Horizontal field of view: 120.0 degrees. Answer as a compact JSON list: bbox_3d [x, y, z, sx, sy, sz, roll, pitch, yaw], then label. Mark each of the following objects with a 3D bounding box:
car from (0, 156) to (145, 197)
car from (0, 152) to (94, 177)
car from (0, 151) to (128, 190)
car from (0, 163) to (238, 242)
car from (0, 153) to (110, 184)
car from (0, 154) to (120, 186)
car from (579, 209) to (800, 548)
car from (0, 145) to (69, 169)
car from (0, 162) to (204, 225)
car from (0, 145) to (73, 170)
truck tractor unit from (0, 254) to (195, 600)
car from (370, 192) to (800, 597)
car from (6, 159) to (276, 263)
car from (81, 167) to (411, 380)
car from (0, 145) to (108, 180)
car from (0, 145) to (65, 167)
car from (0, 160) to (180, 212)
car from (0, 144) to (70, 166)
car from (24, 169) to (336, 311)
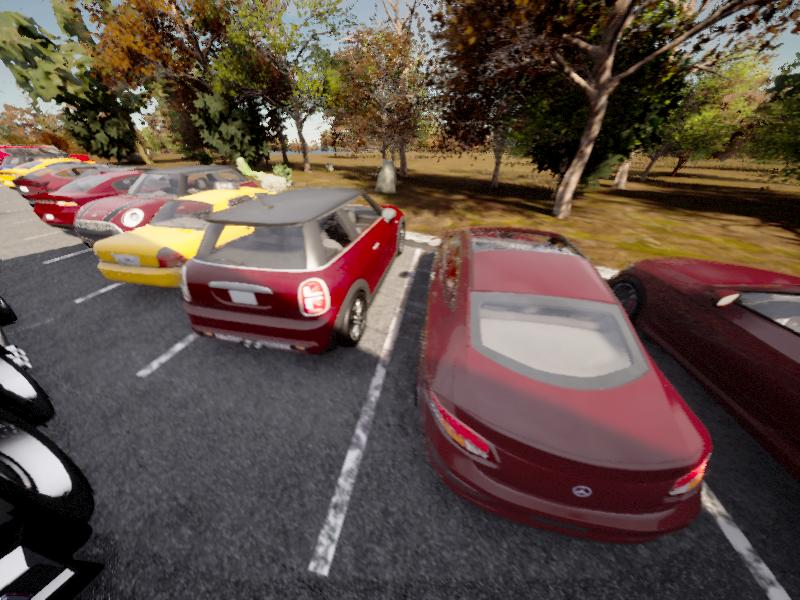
[{"bbox_3d":[-18.822,-7.291,13.334,2.097,1.535,5.008,7,35,11],"label":"car"},{"bbox_3d":[-31.170,-11.910,20.140,2.163,1.488,4.792,8,35,11],"label":"car"},{"bbox_3d":[-21.304,-8.302,14.589,2.185,1.767,4.553,8,35,11],"label":"car"},{"bbox_3d":[-8.830,-3.697,8.074,2.097,1.535,5.008,7,35,10],"label":"car"},{"bbox_3d":[-26.277,-9.974,17.250,1.946,1.575,5.366,8,35,11],"label":"car"},{"bbox_3d":[-23.772,-9.137,16.035,2.231,1.521,4.892,8,35,11],"label":"car"},{"bbox_3d":[3.864,0.634,1.803,2.002,1.452,4.674,6,34,9],"label":"car"},{"bbox_3d":[-41.046,-15.845,25.442,1.878,1.987,4.442,8,35,11],"label":"car"},{"bbox_3d":[-11.338,-4.544,9.365,2.163,1.488,4.792,7,35,10],"label":"car"},{"bbox_3d":[-38.580,-14.902,24.062,1.878,1.987,4.442,8,35,11],"label":"car"},{"bbox_3d":[-5.093,-0.317,0.811,6.516,4.208,3.053,19,39,25],"label":"truck tractor unit"},{"bbox_3d":[1.307,-0.208,3.036,2.002,1.452,4.674,6,35,9],"label":"car"},{"bbox_3d":[-6.295,-2.943,6.749,2.185,1.767,4.553,7,35,10],"label":"car"},{"bbox_3d":[-1.246,-1.181,4.167,2.185,1.767,4.553,6,35,9],"label":"car"},{"bbox_3d":[-28.699,-11.233,18.653,2.435,2.045,5.566,8,35,12],"label":"car"},{"bbox_3d":[-43.511,-16.788,26.820,1.878,1.987,4.442,8,35,12],"label":"car"},{"bbox_3d":[-13.836,-5.476,10.730,2.163,1.488,4.792,7,35,11],"label":"car"},{"bbox_3d":[-45.942,-17.833,28.304,2.435,2.045,5.566,8,35,12],"label":"car"},{"bbox_3d":[-3.743,-2.059,5.672,1.946,1.575,5.366,6,35,10],"label":"car"}]
